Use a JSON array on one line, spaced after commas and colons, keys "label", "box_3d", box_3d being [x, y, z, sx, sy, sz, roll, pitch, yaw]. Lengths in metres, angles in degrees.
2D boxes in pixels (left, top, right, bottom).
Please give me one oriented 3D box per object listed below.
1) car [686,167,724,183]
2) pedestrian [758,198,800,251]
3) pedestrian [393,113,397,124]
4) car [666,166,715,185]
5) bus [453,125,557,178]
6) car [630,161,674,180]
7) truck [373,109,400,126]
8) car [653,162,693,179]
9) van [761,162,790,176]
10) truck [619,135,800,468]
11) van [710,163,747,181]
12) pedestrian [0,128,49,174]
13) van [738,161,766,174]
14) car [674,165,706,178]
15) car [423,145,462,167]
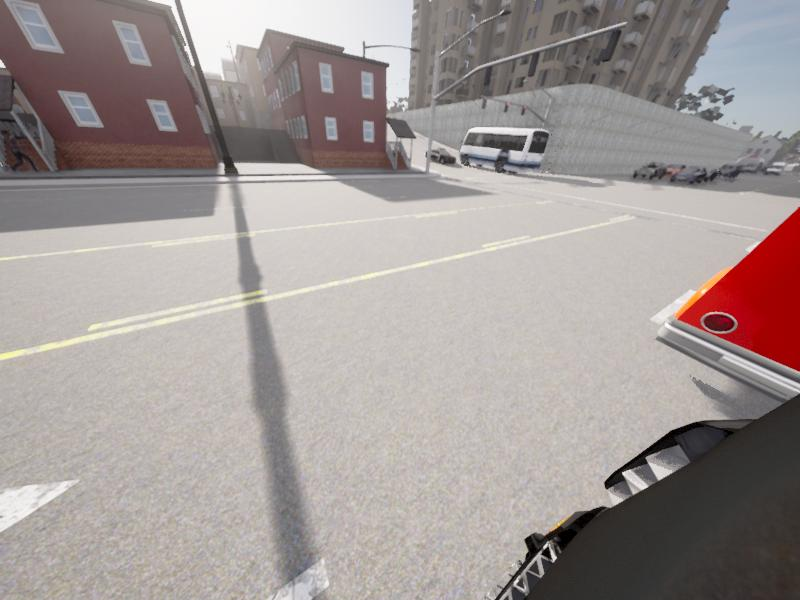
[{"label": "car", "box_3d": [38.216, -15.729, 28.967, 3.633, 1.501, 1.845, -16, 38, -26]}, {"label": "pedestrian", "box_3d": [12.288, -2.528, 6.894, 0.751, 1.860, 0.751, -10, 36, -18]}, {"label": "pedestrian", "box_3d": [-1.197, -42.752, 54.389, 0.751, 1.860, 0.751, -17, 39, -27]}, {"label": "car", "box_3d": [33.210, -14.324, 26.403, 4.856, 1.649, 2.033, -16, 38, -26]}, {"label": "bus", "box_3d": [11.516, -17.743, 27.334, 3.944, 4.253, 10.273, -15, 41, -25]}, {"label": "car", "box_3d": [31.294, -16.119, 28.729, 4.605, 1.855, 1.932, -16, 38, -26]}, {"label": "truck", "box_3d": [-4.636, -61.278, 77.709, 8.468, 3.827, 2.891, -16, 38, -25]}, {"label": "car", "box_3d": [37.955, -18.004, 32.126, 4.553, 1.767, 2.097, -16, 38, -26]}, {"label": "van", "box_3d": [85.777, -29.872, 52.749, 5.915, 2.561, 1.988, -16, 38, -26]}, {"label": "truck", "box_3d": [5.821, -0.189, 2.411, 5.204, 2.467, 2.627, -14, 37, -23]}, {"label": "van", "box_3d": [48.184, -18.789, 33.881, 4.442, 1.987, 1.775, -16, 38, -26]}, {"label": "pedestrian", "box_3d": [-18.544, -7.196, 11.198, 0.751, 1.860, 0.751, -18, 39, -28]}, {"label": "van", "box_3d": [84.587, -31.772, 55.515, 5.915, 2.561, 1.988, -16, 38, -26]}, {"label": "car", "box_3d": [44.692, -19.814, 35.628, 4.193, 1.474, 1.816, -16, 38, -26]}, {"label": "car", "box_3d": [5.460, -19.097, 30.553, 1.930, 1.638, 5.238, -16, 43, -26]}]
